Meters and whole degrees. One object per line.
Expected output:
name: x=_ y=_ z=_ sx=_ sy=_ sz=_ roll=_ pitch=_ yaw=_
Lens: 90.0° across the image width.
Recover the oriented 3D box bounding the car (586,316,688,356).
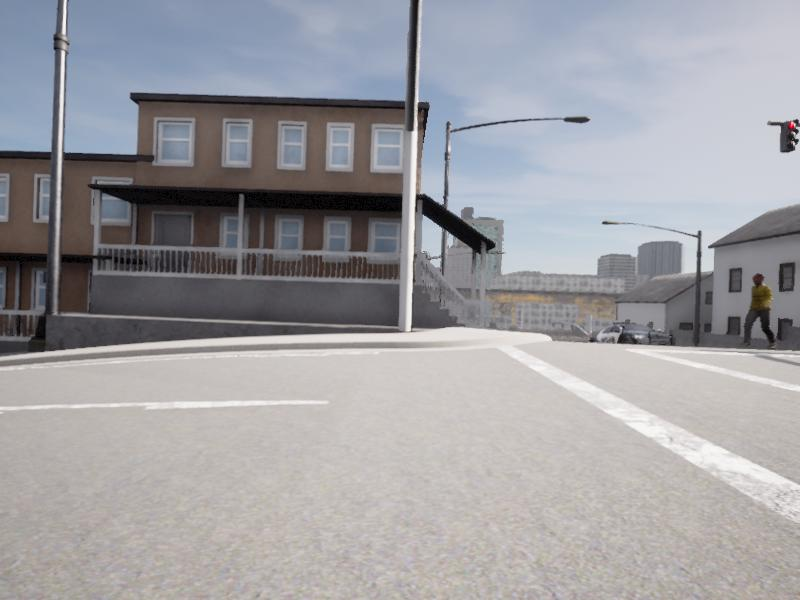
car: x=11.030 y=1.839 z=19.183 sx=2.038 sy=1.542 sz=4.974 roll=2 pitch=-8 yaw=2

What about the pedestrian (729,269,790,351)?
pedestrian: x=8.579 y=0.234 z=9.571 sx=0.751 sy=1.860 sz=0.751 roll=2 pitch=0 yaw=-8
